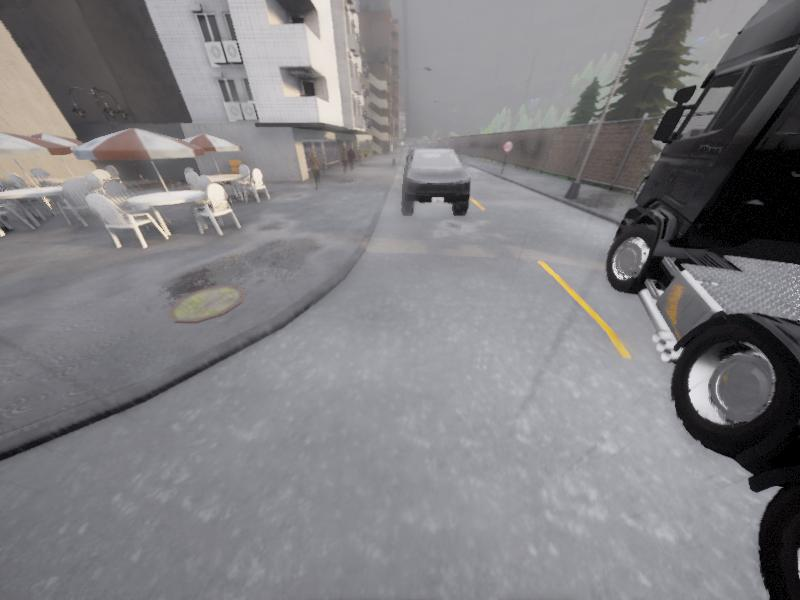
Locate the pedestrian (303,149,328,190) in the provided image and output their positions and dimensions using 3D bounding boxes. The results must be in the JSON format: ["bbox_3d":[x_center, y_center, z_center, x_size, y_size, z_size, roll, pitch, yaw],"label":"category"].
[{"bbox_3d":[-4.517,-7.041,12.452,0.751,1.860,0.751,-3,35,-4],"label":"pedestrian"}]

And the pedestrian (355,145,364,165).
[{"bbox_3d":[-4.616,-16.625,26.481,0.751,1.860,0.751,-9,35,-12],"label":"pedestrian"}]

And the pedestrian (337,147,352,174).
[{"bbox_3d":[-4.425,-11.183,18.526,0.751,1.860,0.751,0,34,0],"label":"pedestrian"}]

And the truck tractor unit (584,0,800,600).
[{"bbox_3d":[4.308,-0.732,1.409,3.053,4.208,6.516,16,38,22],"label":"truck tractor unit"}]

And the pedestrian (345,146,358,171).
[{"bbox_3d":[-4.316,-12.678,20.689,0.751,1.860,0.751,0,34,0],"label":"pedestrian"}]

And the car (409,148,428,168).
[{"bbox_3d":[1.945,-15.965,25.879,1.930,1.638,5.238,1,35,1],"label":"car"}]

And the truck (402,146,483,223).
[{"bbox_3d":[1.347,-5.326,9.972,2.390,2.098,6.274,1,35,1],"label":"truck"}]
